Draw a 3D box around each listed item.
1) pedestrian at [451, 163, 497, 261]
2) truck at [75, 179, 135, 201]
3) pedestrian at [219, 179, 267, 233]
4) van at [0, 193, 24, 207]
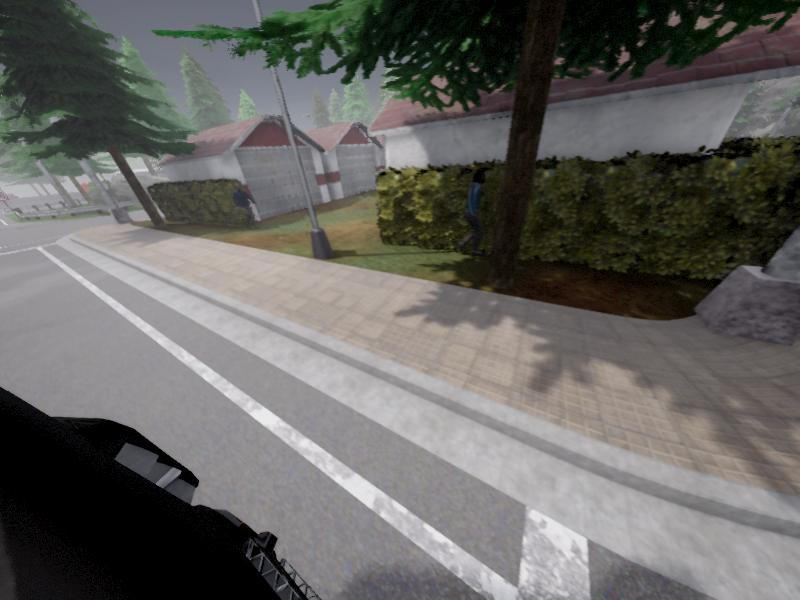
[{"bbox_3d":[1.572,-1.899,5.116,0.751,1.860,0.751,4,33,14],"label":"pedestrian"},{"bbox_3d":[-48.497,-18.160,38.143,2.627,2.467,5.204,14,37,28],"label":"truck"},{"bbox_3d":[-6.282,-3.783,9.329,0.751,1.860,0.751,14,37,28],"label":"pedestrian"},{"bbox_3d":[-74.423,-18.384,42.793,1.775,1.987,4.442,14,37,28],"label":"van"}]
